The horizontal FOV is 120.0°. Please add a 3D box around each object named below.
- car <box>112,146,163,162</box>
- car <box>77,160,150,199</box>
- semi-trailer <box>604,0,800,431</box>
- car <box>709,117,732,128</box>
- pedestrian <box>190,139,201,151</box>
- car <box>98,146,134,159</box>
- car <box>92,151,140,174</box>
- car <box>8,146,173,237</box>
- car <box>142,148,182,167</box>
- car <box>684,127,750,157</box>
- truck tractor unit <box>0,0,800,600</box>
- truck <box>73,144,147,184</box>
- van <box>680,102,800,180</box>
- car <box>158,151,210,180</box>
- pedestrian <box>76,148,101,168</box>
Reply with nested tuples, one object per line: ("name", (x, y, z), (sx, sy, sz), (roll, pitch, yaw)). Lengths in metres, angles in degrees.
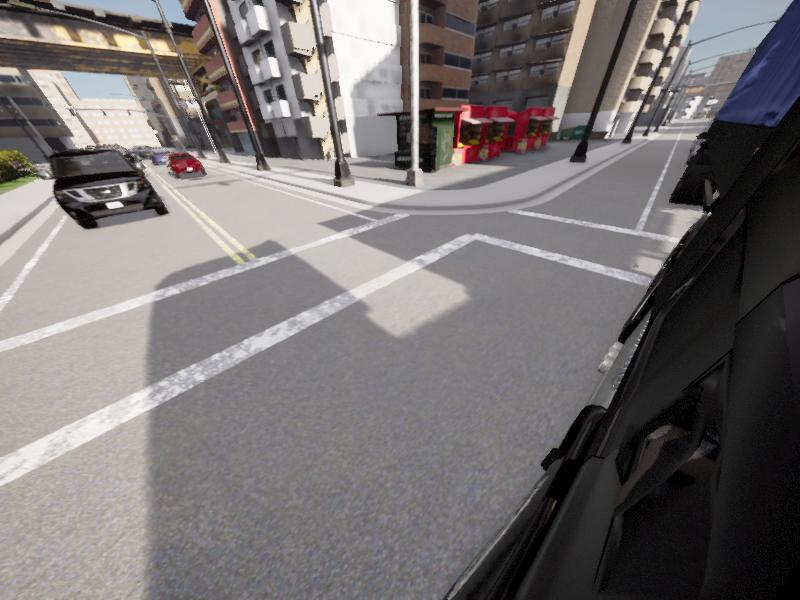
("car", (-37.635, -21.113, 33.361), (2.128, 1.511, 4.902), (-5, 37, -3))
("car", (-15.793, -6.865, 12.890), (4.718, 1.301, 1.895), (29, 47, 36))
("semi-trailer", (8.389, -3.782, 4.532), (14.254, 4.402, 2.717), (-32, 45, -33))
("car", (70.343, -39.032, 50.810), (2.242, 1.667, 4.611), (29, 48, 35))
("pedestrian", (-40.959, -31.039, 46.332), (0.751, 1.860, 0.751), (13, 40, 20))
("car", (-51.920, -27.113, 42.349), (2.038, 1.542, 4.974), (-14, 38, -15))
("car", (-26.585, -12.998, 21.722), (4.792, 1.488, 2.163), (29, 47, 36))
("car", (-10.612, -4.252, 8.390), (5.566, 2.045, 2.150), (29, 47, 36))
("car", (-26.050, -15.640, 25.228), (4.792, 1.488, 2.163), (28, 46, 34))
("car", (22.701, -11.539, 16.764), (2.128, 1.511, 4.902), (29, 46, 35))
("truck tractor unit", (2.645, -0.295, 0.351), (6.516, 4.208, 3.053), (-28, 44, -30))
("truck", (-21.501, -10.400, 17.362), (2.390, 2.098, 6.274), (-32, 46, -33))
("van", (15.940, -7.651, 11.035), (2.351, 2.431, 6.366), (29, 46, 35))
("car", (-15.847, -9.914, 16.860), (1.812, 1.442, 4.674), (-32, 46, -33))
("pedestrian", (-35.053, -16.005, 25.994), (0.751, 1.860, 0.751), (20, 43, 28))
